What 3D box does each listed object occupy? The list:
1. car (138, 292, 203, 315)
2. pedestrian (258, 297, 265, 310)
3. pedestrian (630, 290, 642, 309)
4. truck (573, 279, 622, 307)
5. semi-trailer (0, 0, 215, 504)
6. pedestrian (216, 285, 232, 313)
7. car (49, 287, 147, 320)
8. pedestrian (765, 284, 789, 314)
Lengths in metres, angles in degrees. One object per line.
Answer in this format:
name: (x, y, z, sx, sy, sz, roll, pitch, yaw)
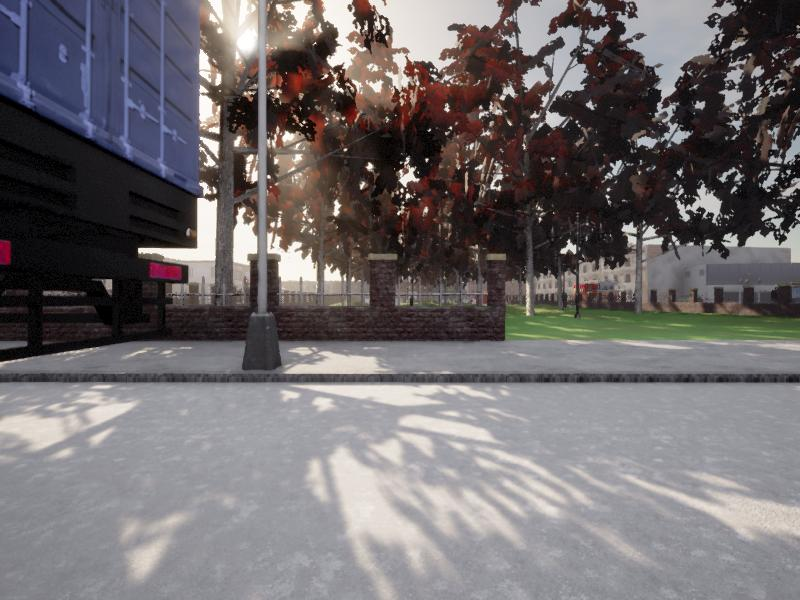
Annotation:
car: (-16.769, 0.236, 29.574, 2.128, 1.511, 4.902, 0, 0, -2)
pedestrian: (-12.077, 0.313, 35.004, 0.500, 1.100, 0.500, 0, 0, -10)
pedestrian: (23.534, -0.067, 39.815, 0.751, 1.860, 0.751, 0, 0, 0)
truck: (28.372, -0.936, 58.053, 2.891, 3.827, 8.468, 0, 0, 0)
semi-trailer: (-9.027, -1.218, 2.746, 14.254, 4.402, 2.717, 0, 0, 0)
pedestrian: (-11.667, -0.067, 26.527, 0.751, 1.860, 0.751, 0, 0, -1)
car: (-16.851, 0.178, 22.717, 2.033, 1.649, 4.856, 0, 0, -2)
pedestrian: (23.495, -0.067, 24.942, 0.751, 1.860, 0.751, 0, 0, 1)
